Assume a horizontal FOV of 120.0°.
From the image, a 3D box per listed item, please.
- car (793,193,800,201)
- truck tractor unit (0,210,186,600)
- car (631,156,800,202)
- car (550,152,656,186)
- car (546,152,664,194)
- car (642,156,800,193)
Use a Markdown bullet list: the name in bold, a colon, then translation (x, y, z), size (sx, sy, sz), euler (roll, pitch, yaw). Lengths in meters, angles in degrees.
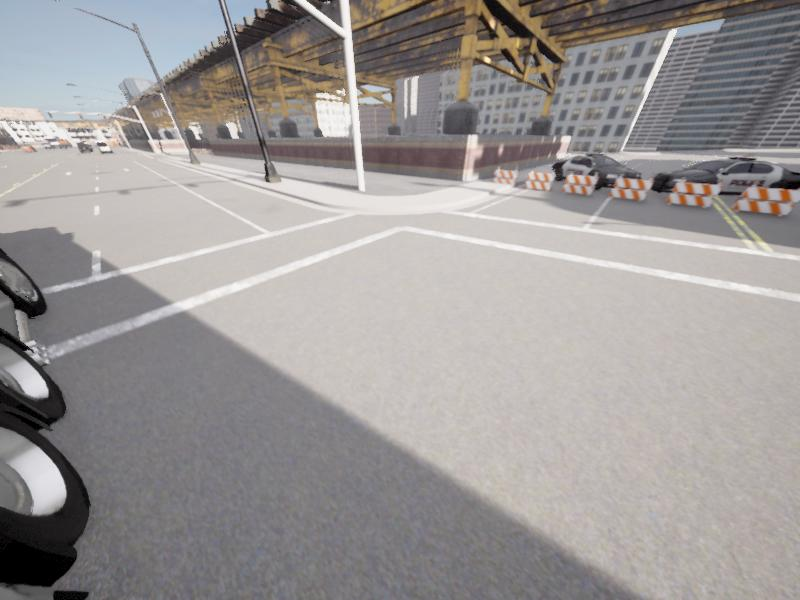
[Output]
- **car**: translation (18.737, -3.791, 7.855), size (2.038, 1.542, 4.974), euler (-11, 36, -15)
- **truck tractor unit**: translation (-5.019, -0.381, 0.908), size (6.516, 4.208, 3.053), euler (22, 41, 28)
- **car**: translation (14.259, -5.517, 10.384), size (4.974, 1.542, 2.038), euler (3, 35, 5)
- **car**: translation (10.862, -7.440, 12.908), size (1.853, 1.218, 4.536), euler (-2, 35, -3)
- **car**: translation (10.866, -7.281, 12.955), size (2.038, 1.542, 4.974), euler (-2, 35, -3)
- **car**: translation (14.309, -5.643, 10.289), size (4.536, 1.218, 1.853), euler (3, 35, 5)
